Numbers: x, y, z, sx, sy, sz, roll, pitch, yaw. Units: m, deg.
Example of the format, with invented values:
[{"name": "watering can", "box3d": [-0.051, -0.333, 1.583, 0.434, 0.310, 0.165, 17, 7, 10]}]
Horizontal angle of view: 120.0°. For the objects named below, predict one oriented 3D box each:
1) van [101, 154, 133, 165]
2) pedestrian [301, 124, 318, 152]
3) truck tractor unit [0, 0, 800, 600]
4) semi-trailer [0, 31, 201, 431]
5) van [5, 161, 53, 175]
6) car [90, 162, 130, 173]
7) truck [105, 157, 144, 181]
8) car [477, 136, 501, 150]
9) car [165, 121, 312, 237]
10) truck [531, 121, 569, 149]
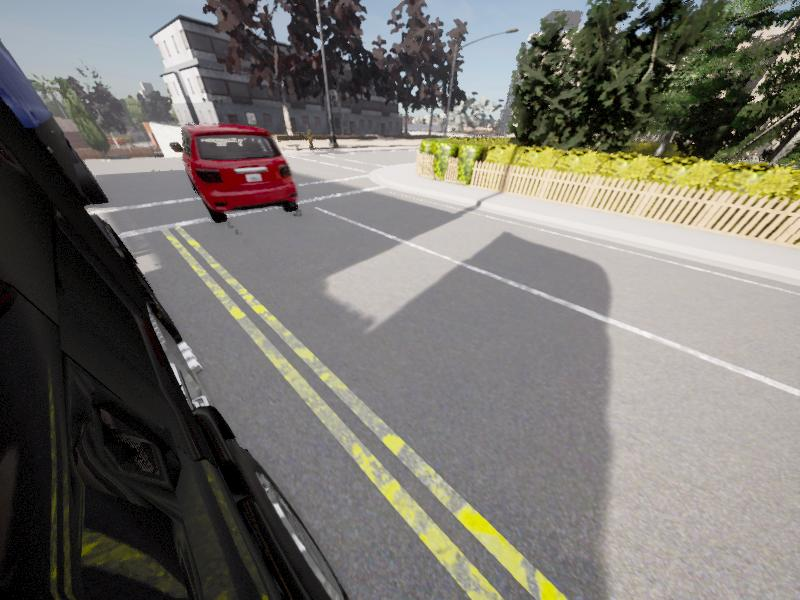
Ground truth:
[{"name": "van", "box3d": [-69.079, -34.396, 56.468, 1.775, 1.987, 4.442, 29, 44, 30]}, {"name": "pedestrian", "box3d": [-7.371, -13.237, 18.915, 0.751, 1.860, 0.751, 10, 37, 9]}, {"name": "truck tractor unit", "box3d": [-2.645, -0.295, 0.352, 6.516, 4.208, 3.053, 28, 44, 30]}, {"name": "semi-trailer", "box3d": [-8.637, -3.657, 4.273, 14.254, 4.402, 2.717, 29, 44, 30]}, {"name": "van", "box3d": [-71.357, -25.556, 44.612, 1.775, 1.987, 4.442, 29, 44, 30]}, {"name": "car", "box3d": [-61.919, -28.413, 49.369, 1.882, 1.535, 5.008, 29, 44, 30]}, {"name": "truck", "box3d": [-36.159, -17.130, 30.334, 6.274, 2.098, 2.390, 19, 39, 38]}, {"name": "car", "box3d": [13.242, -23.365, 34.258, 1.789, 1.549, 3.705, 27, 43, 29]}, {"name": "car", "box3d": [-5.018, -3.998, 6.930, 2.150, 2.045, 5.566, -25, 45, -31]}, {"name": "truck", "box3d": [28.406, -31.018, 43.519, 2.891, 3.827, 8.468, 30, 45, 32]}]
